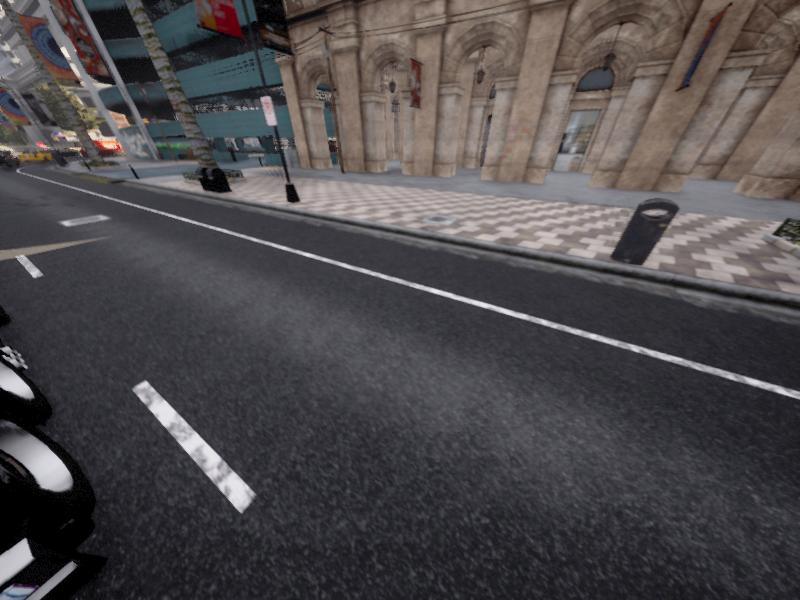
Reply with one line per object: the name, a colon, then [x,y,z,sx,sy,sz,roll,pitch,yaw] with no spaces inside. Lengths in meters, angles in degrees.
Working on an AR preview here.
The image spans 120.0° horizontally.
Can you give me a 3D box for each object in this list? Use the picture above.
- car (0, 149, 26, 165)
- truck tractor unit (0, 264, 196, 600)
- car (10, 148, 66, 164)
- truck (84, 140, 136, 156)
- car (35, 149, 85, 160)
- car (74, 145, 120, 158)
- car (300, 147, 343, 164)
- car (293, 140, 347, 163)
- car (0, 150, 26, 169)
car: [-50.809,-17.939,28.949,2.038,1.542,4.974,-18,39,-24]
truck tractor unit: [-5.113,-0.296,0.790,6.516,4.208,3.053,18,39,24]
car: [-48.301,-19.430,31.024,1.801,1.575,5.366,-18,38,-23]
truck: [-55.542,-29.245,44.422,2.627,2.467,5.204,3,35,5]
car: [-54.595,-23.540,37.243,1.895,1.301,4.718,-8,35,-10]
car: [-51.550,-25.394,39.440,2.097,1.767,4.553,-5,35,-7]
car: [-9.141,-16.910,26.955,4.514,1.523,2.007,18,39,24]
car: [-9.194,-17.248,26.756,5.566,2.045,2.435,18,39,24]
car: [-42.648,-14.844,24.439,2.128,1.511,4.902,-30,44,-35]
